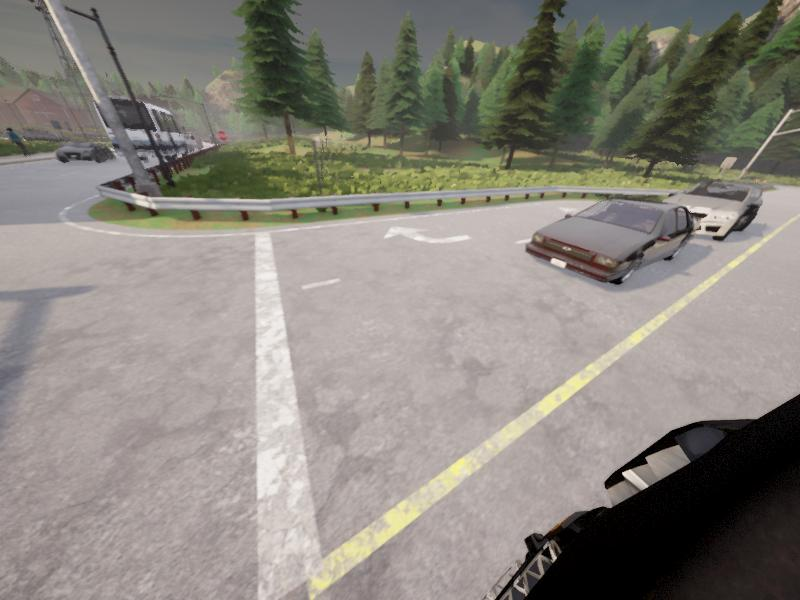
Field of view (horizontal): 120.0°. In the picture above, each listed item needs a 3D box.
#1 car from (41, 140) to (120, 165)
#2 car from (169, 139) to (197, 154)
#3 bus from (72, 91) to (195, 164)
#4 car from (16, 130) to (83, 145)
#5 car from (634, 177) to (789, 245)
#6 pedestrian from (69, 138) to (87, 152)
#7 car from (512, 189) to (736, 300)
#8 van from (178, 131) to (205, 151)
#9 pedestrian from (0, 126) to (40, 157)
[{"bbox_3d":[-24.088,-11.351,17.702,1.994,1.385,4.181,-15,38,-25],"label":"car"},{"bbox_3d":[-29.110,-20.681,31.107,1.845,1.501,3.633,-15,38,-25],"label":"car"},{"bbox_3d":[-23.115,-15.489,21.382,3.944,4.253,10.273,-15,38,-25],"label":"bus"},{"bbox_3d":[-51.235,-23.825,33.968,4.792,1.488,2.163,-16,38,-26],"label":"car"},{"bbox_3d":[11.785,-3.578,8.803,4.611,1.667,2.242,-15,38,-26],"label":"car"},{"bbox_3d":[-32.454,-15.603,23.281,0.500,1.100,0.500,-16,38,-27],"label":"pedestrian"},{"bbox_3d":[5.623,-1.739,5.771,5.357,1.411,2.033,-16,38,-26],"label":"car"},{"bbox_3d":[-34.245,-26.190,38.112,2.351,2.431,6.366,-19,39,-29],"label":"van"},{"bbox_3d":[-28.339,-11.748,17.171,0.751,1.860,0.751,-14,37,-24],"label":"pedestrian"}]
